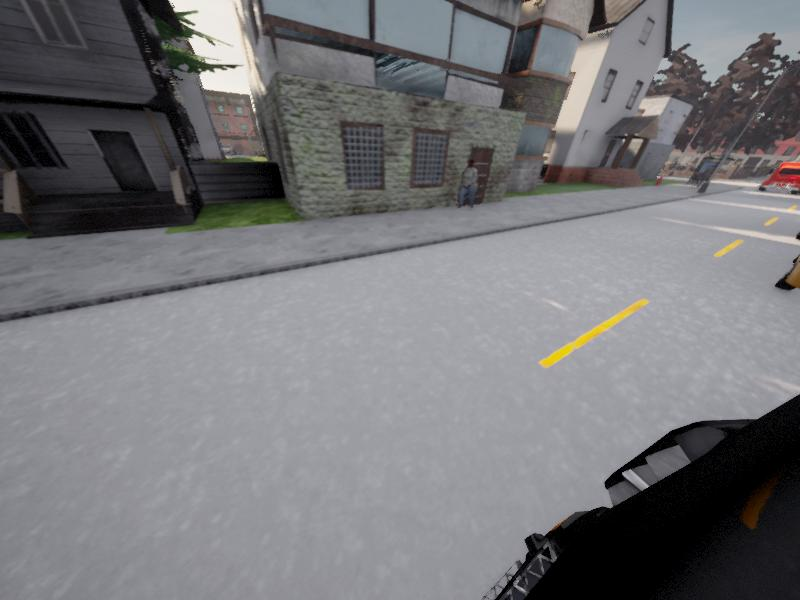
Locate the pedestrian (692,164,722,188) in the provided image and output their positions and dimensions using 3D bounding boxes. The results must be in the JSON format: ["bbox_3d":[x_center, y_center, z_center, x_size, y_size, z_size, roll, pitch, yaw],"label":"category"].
[{"bbox_3d":[28.729,-11.630,21.670,0.751,1.860,0.751,-13,36,-22],"label":"pedestrian"}]

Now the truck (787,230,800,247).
[{"bbox_3d":[16.276,-2.927,7.657,6.274,2.098,2.390,-16,38,-26],"label":"truck"}]

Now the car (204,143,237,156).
[{"bbox_3d":[-28.315,-23.871,36.643,3.806,1.475,1.970,-16,38,-26],"label":"car"}]

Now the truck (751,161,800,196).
[{"bbox_3d":[36.344,-11.332,21.479,5.204,2.467,2.627,-15,37,-26],"label":"truck"}]

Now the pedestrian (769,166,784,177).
[{"bbox_3d":[77.899,-26.550,47.772,0.751,1.860,0.751,-18,39,-28],"label":"pedestrian"}]

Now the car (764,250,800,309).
[{"bbox_3d":[9.817,-0.835,4.540,5.008,1.535,1.882,-16,38,-26],"label":"car"}]

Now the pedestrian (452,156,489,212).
[{"bbox_3d":[2.726,-4.546,9.108,0.751,1.860,0.751,-16,38,-26],"label":"pedestrian"}]

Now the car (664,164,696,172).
[{"bbox_3d":[75.095,-35.434,61.997,2.128,1.511,4.902,-16,38,-26],"label":"car"}]

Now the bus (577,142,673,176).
[{"bbox_3d":[37.519,-24.169,39.326,3.944,4.253,10.273,-17,38,-28],"label":"bus"}]
